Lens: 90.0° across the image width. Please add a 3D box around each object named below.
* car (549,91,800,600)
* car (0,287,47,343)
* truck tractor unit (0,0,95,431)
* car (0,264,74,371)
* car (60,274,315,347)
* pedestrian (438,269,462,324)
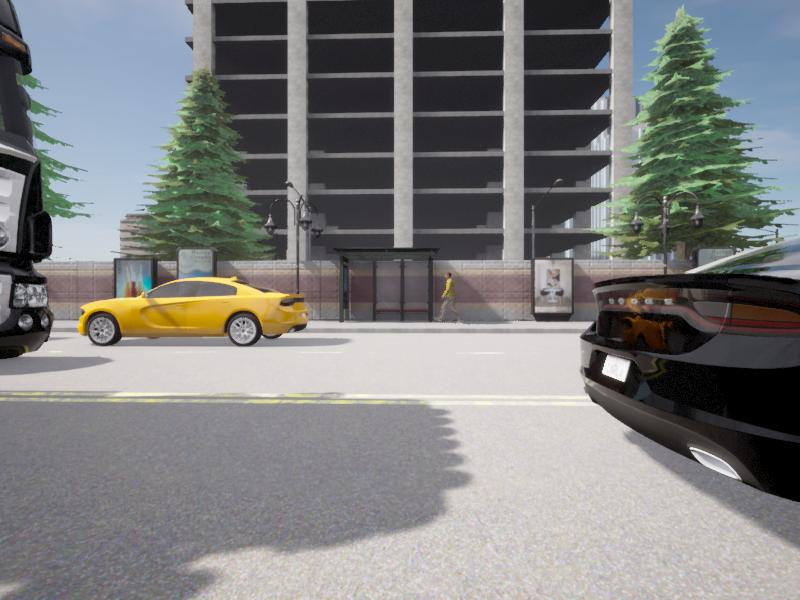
[{"bbox_3d":[3.773,0.171,2.126,5.238,1.638,1.930,0,0,2],"label":"car"},{"bbox_3d":[-11.627,0.344,9.590,4.718,1.301,1.895,0,0,2],"label":"car"},{"bbox_3d":[-6.257,-1.116,2.426,6.516,4.208,3.053,0,0,2],"label":"truck tractor unit"},{"bbox_3d":[-8.035,0.245,5.980,4.892,1.490,1.837,0,0,2],"label":"car"},{"bbox_3d":[-4.699,0.223,9.380,5.008,1.535,1.882,0,0,2],"label":"car"},{"bbox_3d":[1.734,-0.115,13.838,0.751,1.860,0.751,0,0,13],"label":"pedestrian"}]
